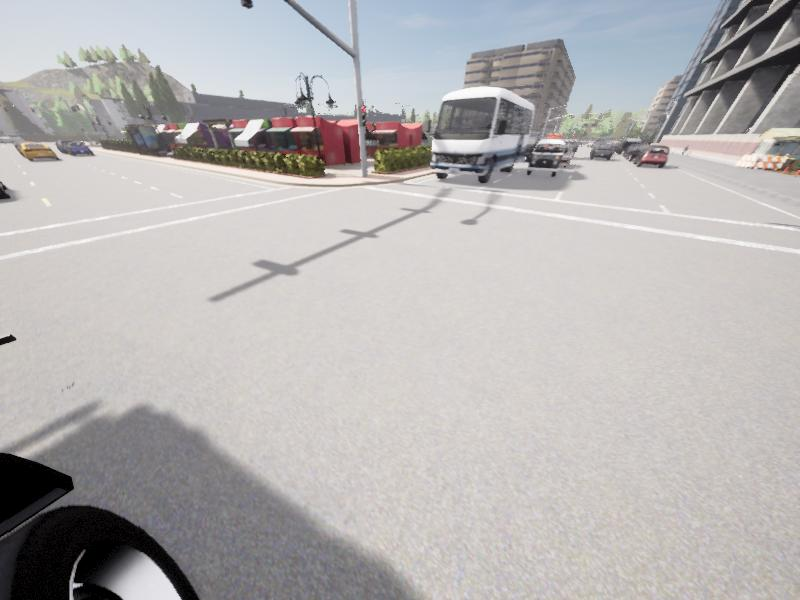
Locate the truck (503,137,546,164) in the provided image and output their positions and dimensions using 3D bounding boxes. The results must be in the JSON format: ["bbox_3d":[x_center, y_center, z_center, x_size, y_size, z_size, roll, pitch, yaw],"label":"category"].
[{"bbox_3d":[13.386,-16.050,24.661,2.390,2.098,6.274,22,41,27],"label":"truck"}]

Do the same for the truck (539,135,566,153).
[{"bbox_3d":[26.338,-27.023,39.870,2.627,2.467,5.204,22,41,27],"label":"truck"}]

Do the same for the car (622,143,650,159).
[{"bbox_3d":[30.326,-19.274,29.794,1.789,1.549,3.705,22,41,27],"label":"car"}]

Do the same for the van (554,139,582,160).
[{"bbox_3d":[20.145,-18.083,27.667,1.775,1.987,4.442,22,41,27],"label":"van"}]

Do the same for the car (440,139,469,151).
[{"bbox_3d":[10.240,-29.079,43.270,4.611,1.667,2.242,22,41,28],"label":"car"}]

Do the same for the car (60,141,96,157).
[{"bbox_3d":[-40.543,-19.034,29.083,4.193,1.474,1.816,22,41,28],"label":"car"}]

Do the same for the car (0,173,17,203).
[{"bbox_3d":[-18.463,-5.024,9.545,4.792,1.488,2.163,22,41,28],"label":"car"}]

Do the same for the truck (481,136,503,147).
[{"bbox_3d":[23.171,-39.932,58.173,4.478,2.038,2.069,22,41,28],"label":"truck"}]

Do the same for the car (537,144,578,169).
[{"bbox_3d":[14.289,-13.041,20.850,2.152,1.651,5.027,22,41,27],"label":"car"}]

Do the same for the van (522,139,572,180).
[{"bbox_3d":[10.101,-9.761,15.844,2.069,2.038,4.480,19,39,24],"label":"van"}]

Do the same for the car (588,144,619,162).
[{"bbox_3d":[23.636,-17.239,26.920,2.128,1.511,4.902,22,41,27],"label":"car"}]

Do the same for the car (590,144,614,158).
[{"bbox_3d":[27.295,-20.237,31.287,1.994,1.385,4.181,22,41,28],"label":"car"}]

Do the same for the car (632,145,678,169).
[{"bbox_3d":[22.740,-12.956,20.808,1.851,1.617,3.988,22,41,27],"label":"car"}]

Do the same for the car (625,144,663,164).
[{"bbox_3d":[26.481,-16.060,25.260,1.882,1.535,5.008,22,41,27],"label":"car"}]

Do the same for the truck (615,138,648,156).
[{"bbox_3d":[34.730,-23.175,34.845,2.390,2.098,6.274,22,41,27],"label":"truck"}]

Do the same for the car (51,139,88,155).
[{"bbox_3d":[-45.891,-21.290,32.083,4.856,1.649,2.033,22,41,28],"label":"car"}]

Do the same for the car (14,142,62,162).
[{"bbox_3d":[-37.430,-15.334,23.850,5.008,1.535,1.882,22,41,27],"label":"car"}]

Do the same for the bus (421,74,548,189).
[{"bbox_3d":[5.816,-10.478,14.912,3.944,4.253,10.273,22,41,27],"label":"bus"}]

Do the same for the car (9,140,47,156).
[{"bbox_3d":[-48.551,-19.867,30.139,5.008,1.535,1.882,22,41,28],"label":"car"}]

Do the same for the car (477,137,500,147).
[{"bbox_3d":[21.566,-38.463,56.259,4.605,1.855,1.932,22,41,28],"label":"car"}]

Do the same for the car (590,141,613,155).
[{"bbox_3d":[31.395,-23.767,36.062,2.152,1.651,5.027,22,41,27],"label":"car"}]

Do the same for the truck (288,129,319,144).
[{"bbox_3d":[-31.230,-53.270,75.268,2.891,3.827,8.468,23,41,29],"label":"truck"}]

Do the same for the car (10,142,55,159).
[{"bbox_3d":[-42.948,-17.553,26.977,4.792,1.488,2.163,22,41,28],"label":"car"}]
